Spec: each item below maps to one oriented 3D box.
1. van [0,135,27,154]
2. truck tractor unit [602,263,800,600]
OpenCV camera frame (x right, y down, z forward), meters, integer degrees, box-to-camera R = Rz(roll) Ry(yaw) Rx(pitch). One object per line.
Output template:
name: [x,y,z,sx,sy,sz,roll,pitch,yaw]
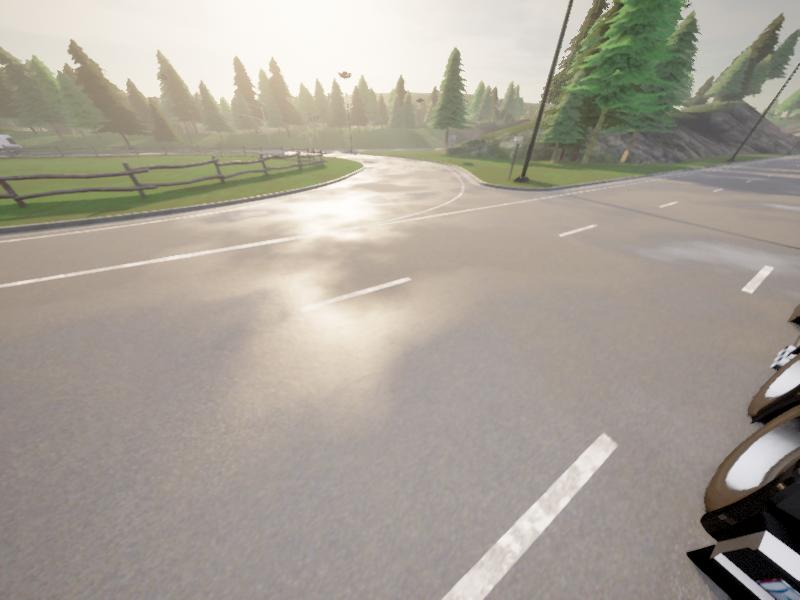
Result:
van: [-64.346,-24.184,35.923,5.915,2.561,1.988,-18,39,-24]
truck tractor unit: [5.110,-0.298,0.793,6.516,4.208,3.053,-18,39,-24]
